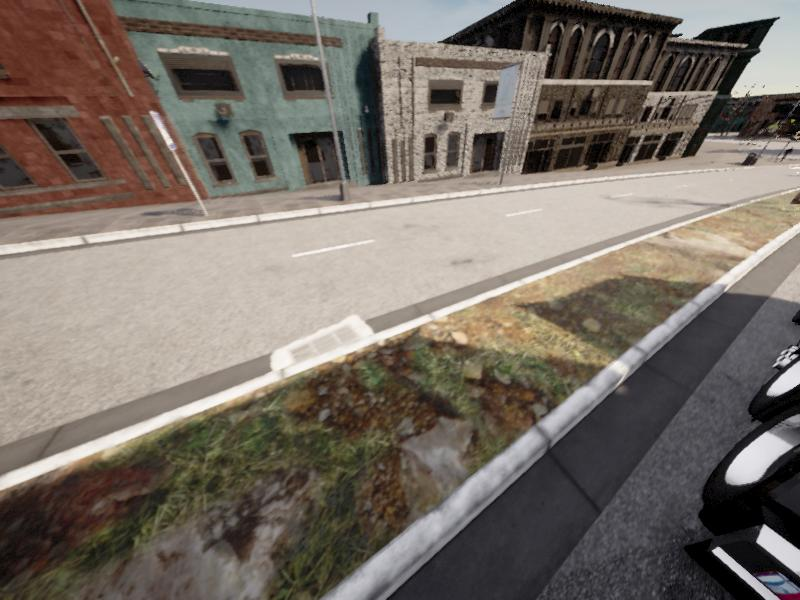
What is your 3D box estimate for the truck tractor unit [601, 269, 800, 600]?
[{"bbox_3d":[5.131,-0.276,0.777,6.516,4.208,3.053,-17,39,-24],"label":"truck tractor unit"}]
